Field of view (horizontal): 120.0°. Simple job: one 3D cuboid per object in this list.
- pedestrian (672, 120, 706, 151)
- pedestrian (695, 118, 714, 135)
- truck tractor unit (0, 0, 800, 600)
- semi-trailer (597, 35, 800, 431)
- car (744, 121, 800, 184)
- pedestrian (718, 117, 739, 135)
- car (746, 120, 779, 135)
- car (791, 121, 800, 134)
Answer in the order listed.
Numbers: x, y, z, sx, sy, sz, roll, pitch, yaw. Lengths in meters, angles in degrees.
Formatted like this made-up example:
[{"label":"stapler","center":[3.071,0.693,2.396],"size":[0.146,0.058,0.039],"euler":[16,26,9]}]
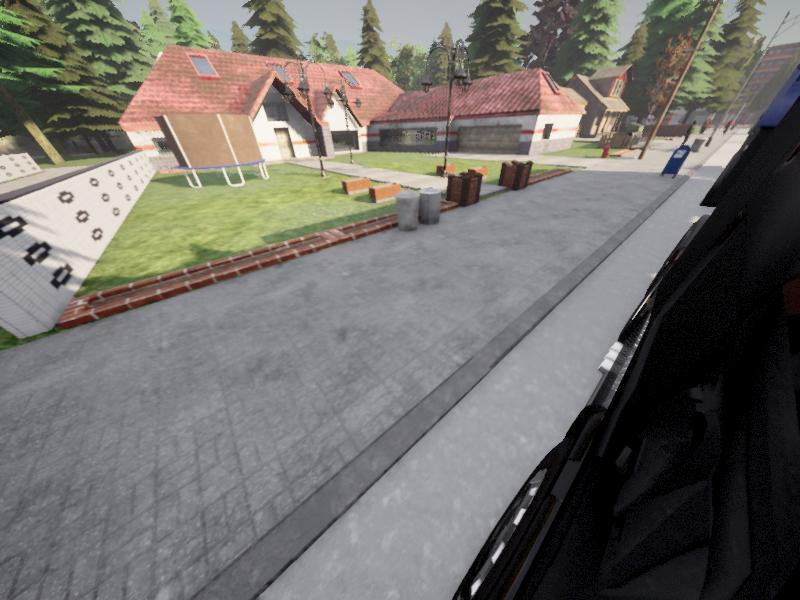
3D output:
[{"label":"pedestrian","center":[21.812,-12.447,17.479],"size":[0.751,1.860,0.751],"euler":[22,43,29]},{"label":"pedestrian","center":[42.085,-23.969,31.964],"size":[0.751,1.860,0.751],"euler":[-27,43,-30]},{"label":"truck tractor unit","center":[2.645,-0.295,0.352],"size":[6.516,4.208,3.053],"euler":[-28,44,-30]},{"label":"semi-trailer","center":[8.752,-3.540,4.212],"size":[14.254,4.402,2.717],"euler":[-27,43,-30]},{"label":"car","center":[16.898,-6.129,9.415],"size":[4.605,1.855,1.932],"euler":[-22,41,-24]},{"label":"pedestrian","center":[43.623,-23.081,30.689],"size":[0.751,1.860,0.751],"euler":[-24,42,-26]},{"label":"car","center":[49.540,-23.601,31.626],"size":[4.193,1.474,1.816],"euler":[-28,43,-30]},{"label":"car","center":[53.823,-22.803,30.202],"size":[4.856,1.649,2.033],"euler":[-27,43,-30]}]
